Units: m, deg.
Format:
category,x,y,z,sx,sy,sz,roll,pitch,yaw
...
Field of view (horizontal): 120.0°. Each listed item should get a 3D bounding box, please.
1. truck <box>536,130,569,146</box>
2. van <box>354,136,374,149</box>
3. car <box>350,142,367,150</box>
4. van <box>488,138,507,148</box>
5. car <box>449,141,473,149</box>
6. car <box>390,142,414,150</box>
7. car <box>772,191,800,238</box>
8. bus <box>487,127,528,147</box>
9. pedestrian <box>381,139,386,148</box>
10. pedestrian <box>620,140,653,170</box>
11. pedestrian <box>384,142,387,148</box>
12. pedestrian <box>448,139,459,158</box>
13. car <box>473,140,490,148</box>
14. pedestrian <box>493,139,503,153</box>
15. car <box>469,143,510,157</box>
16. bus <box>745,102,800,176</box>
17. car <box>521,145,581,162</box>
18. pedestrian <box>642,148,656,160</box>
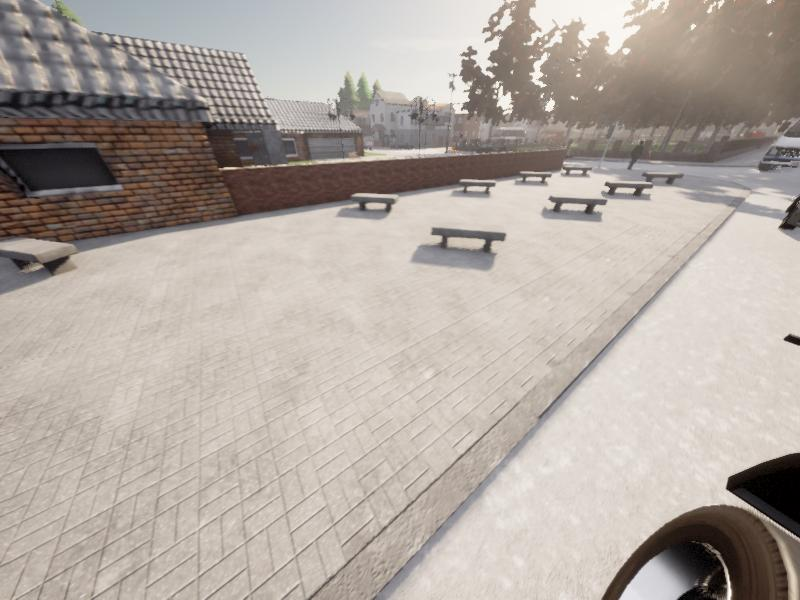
category,x,y,z,sx,sy,sz,roll,pitch,yaw
truck,46.241,-49.282,70.065,8.468,3.827,2.891,-13,37,-17
van,-8.797,-38.238,56.086,2.351,2.431,6.366,-19,39,-24
car,-9.481,-35.009,52.433,1.994,1.385,4.181,-22,41,-28
van,24.516,-39.461,57.921,4.442,1.987,1.775,-24,41,-29
car,13.773,-35.057,52.282,5.357,1.411,2.033,-21,40,-27
car,0.437,-33.172,49.808,4.718,1.301,1.895,-7,36,-10
car,12.972,-2.782,6.291,4.611,1.667,2.242,-22,40,-27
bus,29.639,-45.097,63.909,10.273,4.253,3.944,-18,39,-24
pedestrian,-3.851,-36.789,54.282,0.751,1.860,0.751,-16,38,-21
pedestrian,17.412,-10.674,17.040,0.751,1.860,0.751,-9,36,-11
pedestrian,-3.522,-37.680,56.165,0.500,1.100,0.500,-23,41,-29
pedestrian,6.493,-18.264,27.908,0.751,1.860,0.751,-18,39,-23
car,19.557,-37.303,55.299,3.633,1.501,1.845,-23,41,-29
pedestrian,15.347,-24.266,36.344,0.751,1.860,0.751,-22,41,-28
car,12.428,-21.132,32.428,1.882,1.535,5.008,-22,41,-28
bus,31.160,-11.581,16.384,10.273,4.253,3.944,-16,40,-22
car,17.264,-17.041,26.712,2.033,1.411,5.357,-21,40,-27
pedestrian,26.022,-15.251,24.133,0.500,1.100,0.500,-22,41,-28
